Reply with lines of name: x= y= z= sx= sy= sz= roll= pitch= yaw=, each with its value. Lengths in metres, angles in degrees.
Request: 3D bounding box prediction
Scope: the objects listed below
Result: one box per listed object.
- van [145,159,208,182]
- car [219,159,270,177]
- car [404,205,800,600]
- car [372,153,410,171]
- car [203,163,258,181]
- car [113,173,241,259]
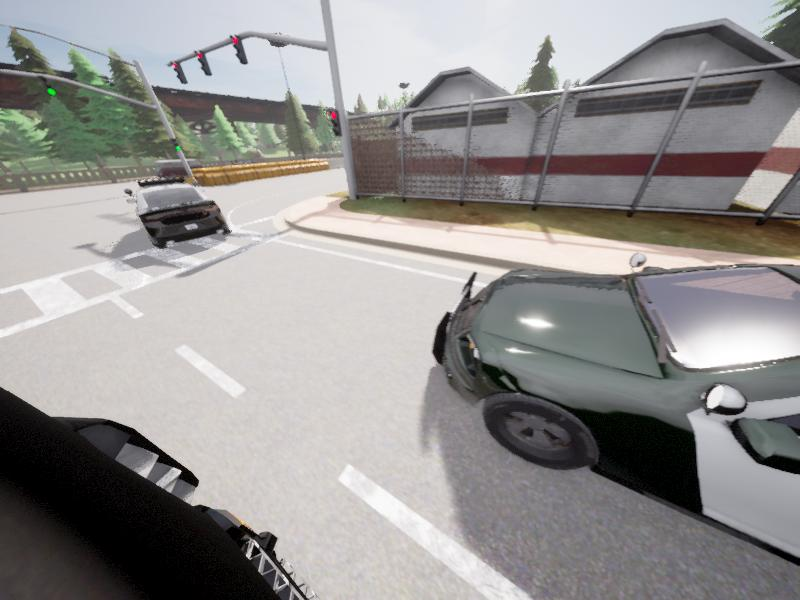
van: x=-25.530 y=-15.004 z=26.648 sx=1.775 sy=1.987 sz=4.442 roll=15 pitch=37 yaw=25
car: x=-19.671 y=-16.920 z=29.536 sx=2.128 sy=1.511 sz=4.902 roll=15 pitch=37 yaw=25
car: x=2.717 y=0.565 z=1.515 sx=4.974 sy=1.542 sz=2.038 roll=16 pitch=38 yaw=26
car: x=-0.928 y=-16.402 z=27.378 sx=2.128 sy=1.511 sz=4.902 roll=15 pitch=38 yaw=25
car: x=-18.428 y=-14.104 z=25.329 sx=1.994 sy=1.385 sz=4.181 roll=15 pitch=37 yaw=25
car: x=-7.486 y=-3.120 z=7.719 sx=1.930 sy=1.638 sz=5.238 roll=-31 pitch=43 yaw=-34
